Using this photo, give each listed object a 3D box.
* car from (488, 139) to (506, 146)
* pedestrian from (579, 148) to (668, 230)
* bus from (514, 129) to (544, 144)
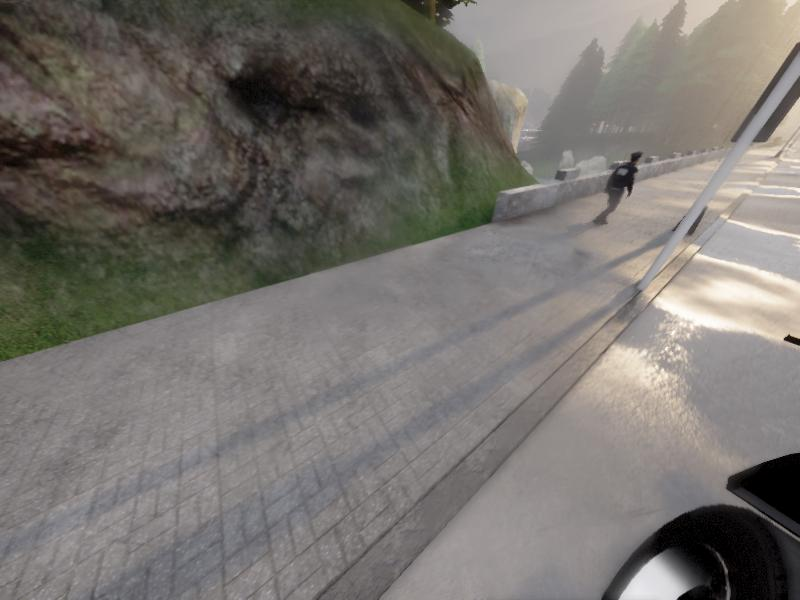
[{"bbox_3d":[28.986,-47.055,68.850,5.238,1.638,1.930,-22,41,-28],"label":"car"},{"bbox_3d":[5.846,-2.951,6.193,0.751,1.860,0.751,-6,36,-8],"label":"pedestrian"},{"bbox_3d":[45.481,-57.606,81.369,10.273,4.253,3.944,-22,41,-28],"label":"bus"}]
